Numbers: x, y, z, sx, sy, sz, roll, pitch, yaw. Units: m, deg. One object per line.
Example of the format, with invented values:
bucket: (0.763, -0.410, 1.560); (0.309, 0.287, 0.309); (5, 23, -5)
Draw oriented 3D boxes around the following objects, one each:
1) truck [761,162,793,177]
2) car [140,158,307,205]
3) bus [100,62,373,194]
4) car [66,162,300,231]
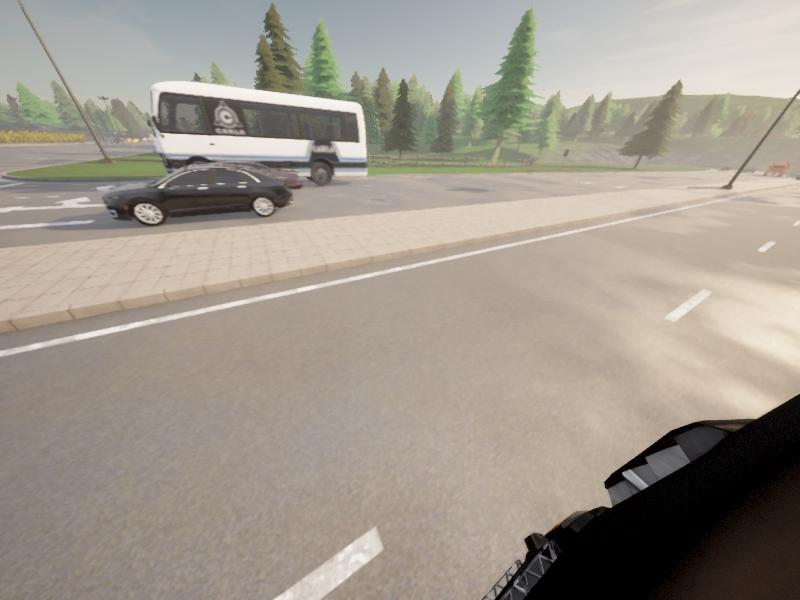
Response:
truck: (79.729, -27.595, 48.826); (5.204, 2.467, 2.627); (-19, 39, -29)
car: (-7.262, -5.396, 10.324); (5.357, 1.411, 2.033); (-16, 38, -25)
bus: (-7.056, -8.770, 12.840); (10.273, 4.253, 3.944); (-16, 38, -25)
car: (-6.138, -3.531, 7.498); (4.892, 1.490, 1.837); (-16, 38, -25)
